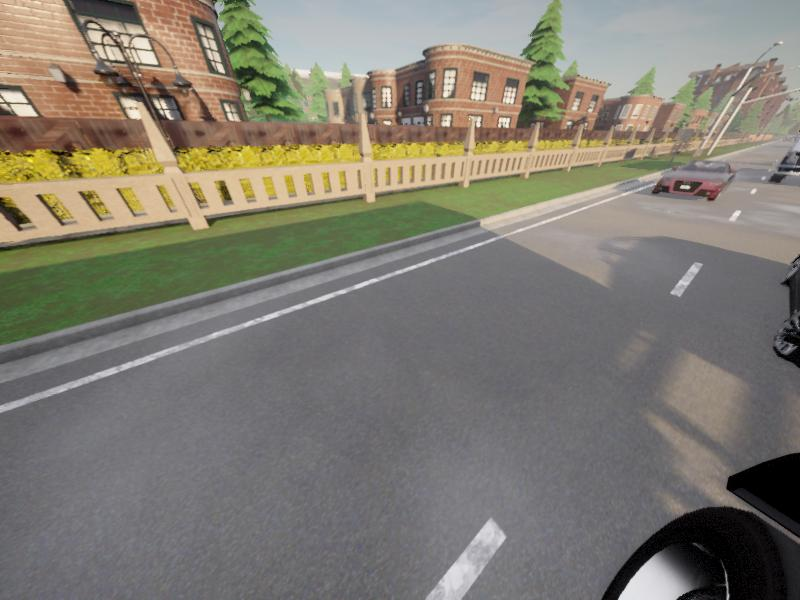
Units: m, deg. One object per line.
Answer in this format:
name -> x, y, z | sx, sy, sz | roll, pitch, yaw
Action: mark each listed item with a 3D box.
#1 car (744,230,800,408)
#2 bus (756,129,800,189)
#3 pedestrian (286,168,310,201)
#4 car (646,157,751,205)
car -> 6.446, -0.045, 2.627 | 4.902, 1.511, 2.128 | -22, 39, -29
bus -> 25.048, -8.942, 12.720 | 10.273, 4.253, 3.944 | -22, 41, -28
pedestrian -> -4.130, -4.699, 9.397 | 0.500, 1.100, 0.500 | 29, 45, 35
car -> 13.478, -5.507, 10.448 | 4.181, 1.385, 1.994 | -23, 41, -28
